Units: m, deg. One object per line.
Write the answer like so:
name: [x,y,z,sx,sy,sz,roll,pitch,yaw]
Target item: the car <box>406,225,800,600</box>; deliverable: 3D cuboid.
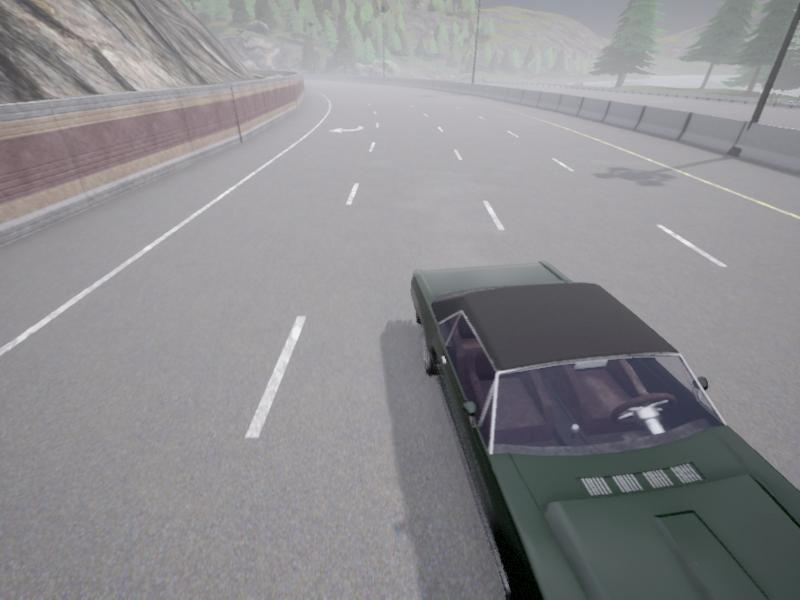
car: [1.343,0.864,3.231,1.895,1.301,4.718,-4,30,-6]
